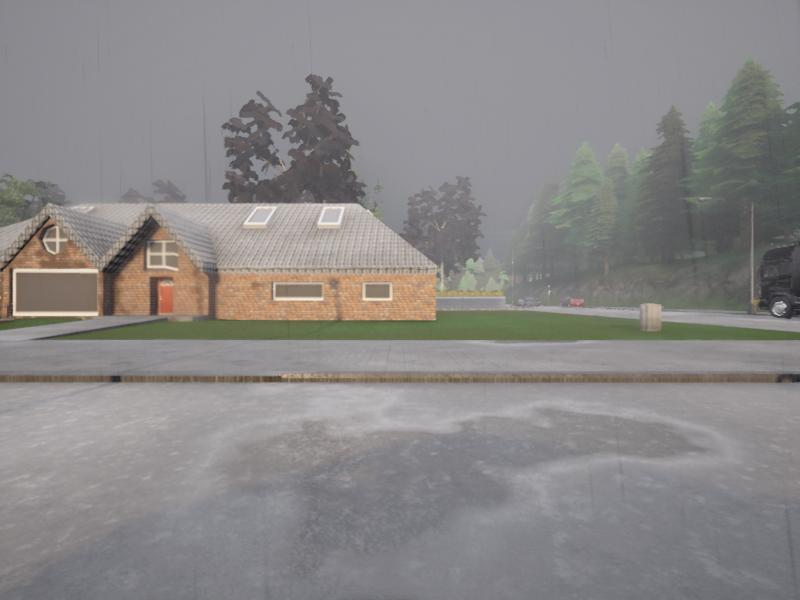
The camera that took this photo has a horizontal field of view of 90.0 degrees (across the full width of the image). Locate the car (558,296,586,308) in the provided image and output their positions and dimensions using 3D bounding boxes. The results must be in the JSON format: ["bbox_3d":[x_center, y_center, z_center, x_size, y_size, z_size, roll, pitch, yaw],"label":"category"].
[{"bbox_3d":[21.128,0.242,49.311,1.845,1.501,3.633,0,0,0],"label":"car"}]

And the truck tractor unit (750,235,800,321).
[{"bbox_3d":[21.110,-1.089,19.117,3.053,4.208,6.516,0,0,1],"label":"truck tractor unit"}]

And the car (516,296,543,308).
[{"bbox_3d":[17.129,0.240,53.242,2.038,1.542,4.974,0,0,0],"label":"car"}]
